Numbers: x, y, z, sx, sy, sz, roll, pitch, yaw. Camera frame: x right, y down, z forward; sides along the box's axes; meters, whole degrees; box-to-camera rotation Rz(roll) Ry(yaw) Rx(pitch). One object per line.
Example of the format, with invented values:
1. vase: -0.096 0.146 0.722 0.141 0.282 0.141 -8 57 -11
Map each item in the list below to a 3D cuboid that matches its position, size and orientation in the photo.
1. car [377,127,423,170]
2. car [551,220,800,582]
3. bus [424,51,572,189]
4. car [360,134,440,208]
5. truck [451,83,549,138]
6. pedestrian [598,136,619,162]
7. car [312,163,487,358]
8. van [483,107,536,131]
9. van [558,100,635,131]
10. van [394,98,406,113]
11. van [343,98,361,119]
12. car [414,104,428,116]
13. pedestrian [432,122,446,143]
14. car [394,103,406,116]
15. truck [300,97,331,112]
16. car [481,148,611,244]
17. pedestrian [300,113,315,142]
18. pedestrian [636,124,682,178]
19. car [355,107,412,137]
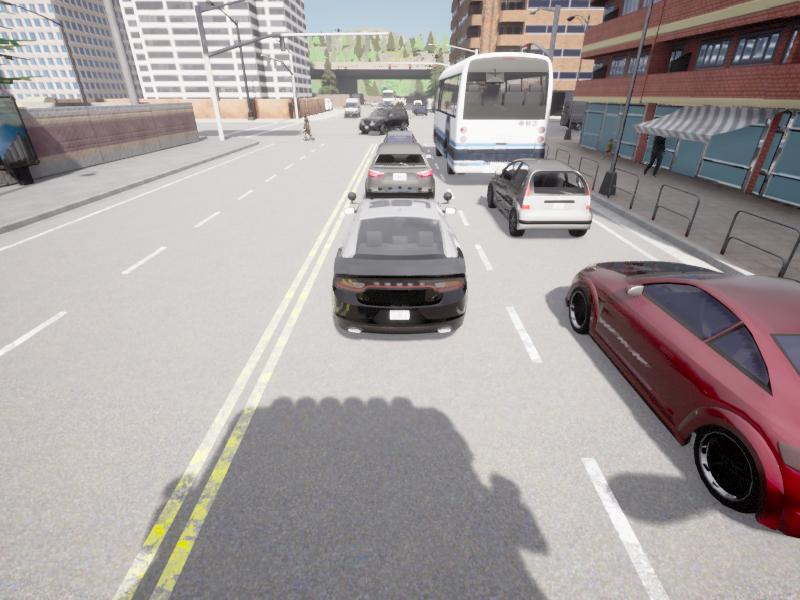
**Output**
1. car: 0.002 -7.805 20.314 2.033 1.411 5.357 0 27 0
2. car: 3.521 0.391 4.367 1.994 1.385 4.181 -1 27 -2
3. bus: 3.380 -8.229 18.011 3.944 4.253 10.273 0 27 0
4. car: 0.001 -4.559 13.685 2.242 1.667 4.611 0 27 0
5. truck: 8.455 -16.071 33.765 8.468 3.827 2.891 -19 33 -33
6. pedestrian: 10.019 -7.263 19.231 0.500 1.100 0.500 1 27 2
7. car: -0.002 -1.177 7.125 1.930 1.638 5.238 0 27 0
8. van: 10.386 -17.335 38.241 4.442 1.987 1.775 0 27 0
9. van: 18.500 -17.523 37.999 5.915 2.561 1.988 0 27 0
10. van: 0.001 -38.258 78.533 2.351 2.431 6.366 0 27 0
11. van: -7.005 -28.401 59.208 1.988 2.561 5.915 0 27 0
12. car: 3.503 -31.614 66.466 2.033 1.649 4.856 0 27 0
13. pedestrian: 2.748 -11.789 28.130 0.751 1.300 0.751 9 29 17
14. car: -0.001 -31.007 64.995 1.905 1.878 3.866 0 27 0
15. truck: -16.167 -37.537 76.788 5.204 2.467 2.615 0 27 0
16. car: 3.503 -2.903 10.527 1.851 1.617 3.988 0 27 0
17. pedestrian: -6.538 -12.192 28.304 0.751 1.860 0.751 -1 27 -2
18. pedestrian: 9.862 -5.682 15.279 0.751 1.860 0.751 -3 27 -7
19. car: -1.288 -15.329 34.266 2.150 2.045 5.566 15 31 27
